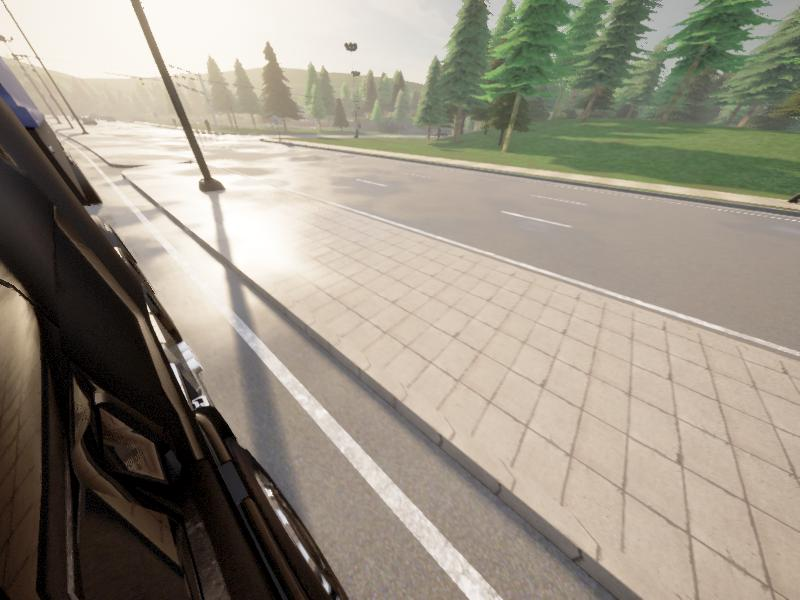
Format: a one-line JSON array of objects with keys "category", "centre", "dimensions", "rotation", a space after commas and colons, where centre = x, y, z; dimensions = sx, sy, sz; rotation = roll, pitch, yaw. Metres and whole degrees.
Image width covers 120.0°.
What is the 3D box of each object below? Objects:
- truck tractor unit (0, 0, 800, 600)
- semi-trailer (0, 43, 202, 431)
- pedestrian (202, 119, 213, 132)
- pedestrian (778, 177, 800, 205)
[{"category": "truck tractor unit", "centre": [-2.645, -0.295, 0.351], "dimensions": [6.516, 4.208, 3.053], "rotation": [28, 44, 30]}, {"category": "semi-trailer", "centre": [-8.710, -3.596, 4.219], "dimensions": [14.254, 4.402, 2.717], "rotation": [28, 44, 30]}, {"category": "pedestrian", "centre": [-33.899, -30.799, 40.746], "dimensions": [0.751, 1.860, 0.751], "rotation": [30, 45, 31]}, {"category": "pedestrian", "centre": [16.593, -4.800, 9.125], "dimensions": [0.751, 1.860, 0.751], "rotation": [28, 44, 30]}]
